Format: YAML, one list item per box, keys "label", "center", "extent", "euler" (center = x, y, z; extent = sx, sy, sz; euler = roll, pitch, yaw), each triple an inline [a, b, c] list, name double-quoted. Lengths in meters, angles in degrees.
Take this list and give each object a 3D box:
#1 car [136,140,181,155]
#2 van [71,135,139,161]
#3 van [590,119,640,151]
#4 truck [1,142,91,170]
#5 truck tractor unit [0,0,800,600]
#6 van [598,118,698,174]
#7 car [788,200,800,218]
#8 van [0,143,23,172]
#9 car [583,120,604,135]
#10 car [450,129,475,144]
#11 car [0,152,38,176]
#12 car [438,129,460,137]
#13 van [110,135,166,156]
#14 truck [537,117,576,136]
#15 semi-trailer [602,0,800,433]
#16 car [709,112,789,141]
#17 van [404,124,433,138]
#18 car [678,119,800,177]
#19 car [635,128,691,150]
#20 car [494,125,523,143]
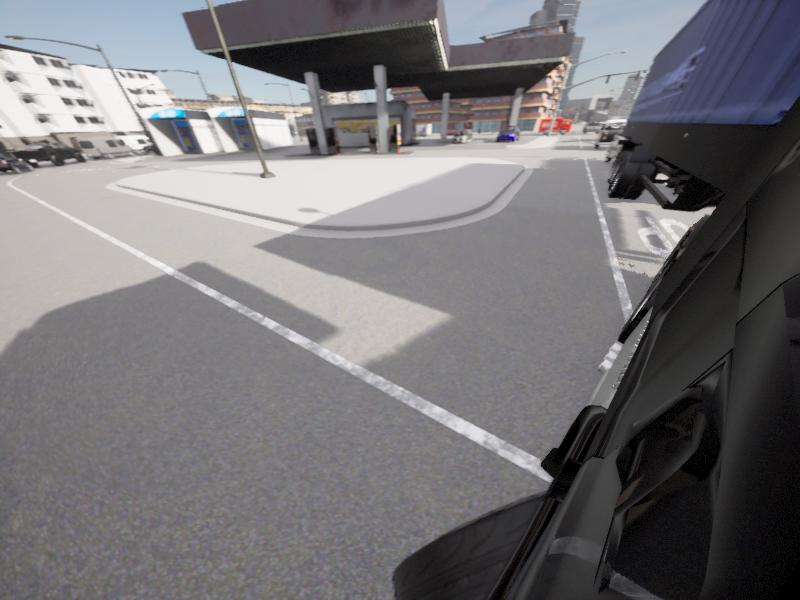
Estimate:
- label: "car"
  center: [-40.195, -25.592, 38.706]
  extent: [1.930, 1.638, 5.238]
  euler: [1, 37, 4]
- label: "van"
  center: [-40.189, -21.005, 31.841]
  extent: [1.988, 2.561, 5.915]
  euler: [-7, 37, -6]
- label: "van"
  center: [17.955, -14.013, 19.586]
  extent: [2.069, 2.038, 4.480]
  euler: [18, 41, 25]
- label: "truck"
  center: [-38.285, -15.981, 25.401]
  extent: [2.390, 2.098, 6.274]
  euler: [-17, 39, -18]
- label: "truck tractor unit"
  center: [2.645, -0.295, 0.351]
  extent: [6.516, 4.208, 3.053]
  euler: [-28, 44, -30]
- label: "van"
  center: [12.389, -8.117, 12.057]
  extent: [2.069, 2.038, 4.480]
  euler: [17, 41, 23]
- label: "car"
  center: [9.857, -1.193, 3.498]
  extent: [2.033, 1.411, 5.357]
  euler: [18, 42, 25]
- label: "van"
  center: [-39.753, -13.007, 21.245]
  extent: [2.351, 2.431, 6.366]
  euler: [-21, 41, -22]
- label: "car"
  center: [32.438, -29.028, 38.903]
  extent: [1.932, 1.855, 4.605]
  euler: [18, 41, 25]
- label: "car"
  center: [8.566, -22.245, 31.479]
  extent: [1.970, 1.475, 3.806]
  euler: [18, 42, 25]
- label: "car"
  center: [-34.768, -11.982, 20.341]
  extent: [1.845, 1.501, 3.633]
  euler: [-25, 43, -27]
- label: "car"
  center: [11.168, -38.222, 52.811]
  extent: [4.181, 1.385, 1.994]
  euler: [18, 41, 25]
- label: "van"
  center: [-43.687, -26.052, 38.772]
  extent: [1.988, 2.561, 5.915]
  euler: [1, 37, 4]
- label: "truck"
  center: [27.907, -31.183, 41.539]
  extent: [5.204, 2.467, 2.627]
  euler: [14, 40, 21]
- label: "semi-trailer"
  center: [7.425, -4.242, 5.178]
  extent: [2.717, 4.402, 14.254]
  euler: [20, 43, 27]
- label: "car"
  center: [33.942, -17.123, 22.802]
  extent: [2.150, 2.045, 5.566]
  euler: [18, 42, 25]
- label: "van"
  center: [4.406, -40.772, 55.718]
  extent: [6.366, 2.431, 2.351]
  euler: [17, 41, 24]
- label: "car"
  center: [15.304, -7.071, 10.604]
  extent: [1.905, 1.878, 3.866]
  euler: [18, 42, 25]
- label: "car"
  center: [21.738, -13.522, 19.331]
  extent: [1.895, 1.301, 4.718]
  euler: [18, 42, 25]
- label: "car"
  center: [13.889, -21.158, 29.455]
  extent: [2.242, 1.667, 4.611]
  euler: [18, 42, 25]
